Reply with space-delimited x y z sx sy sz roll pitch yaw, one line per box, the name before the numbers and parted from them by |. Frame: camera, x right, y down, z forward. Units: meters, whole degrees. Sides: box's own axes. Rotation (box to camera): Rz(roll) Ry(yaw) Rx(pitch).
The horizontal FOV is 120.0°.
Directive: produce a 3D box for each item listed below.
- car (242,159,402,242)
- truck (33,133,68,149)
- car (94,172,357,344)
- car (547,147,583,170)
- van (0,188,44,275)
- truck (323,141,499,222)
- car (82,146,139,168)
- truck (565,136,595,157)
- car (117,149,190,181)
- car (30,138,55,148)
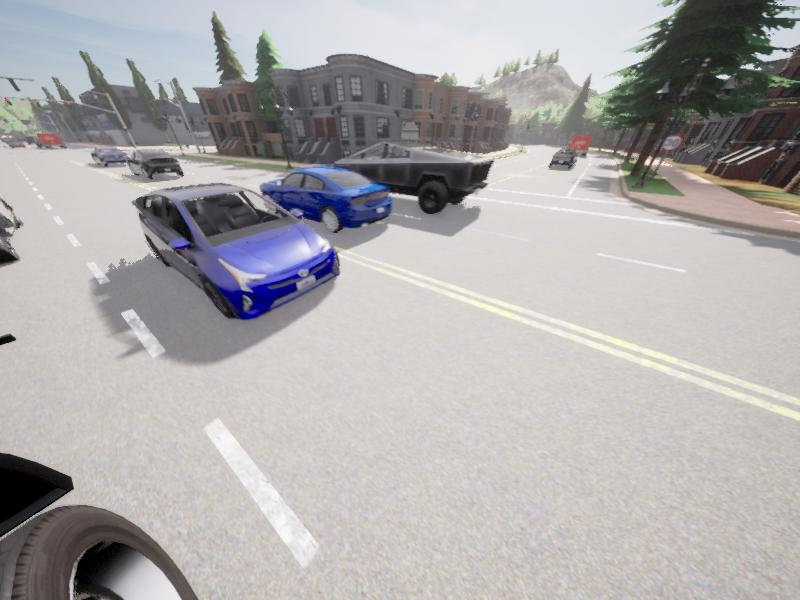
car | -2.543 -3.439 7.425 5.008 1.535 1.882 22 41 28
truck | -69.504 -31.571 45.919 5.204 2.467 2.627 22 41 28
car | -3.245 -1.259 4.339 4.514 1.525 2.007 22 41 28
car | 15.170 -13.059 21.205 1.816 1.474 4.193 24 41 29
van | -10.826 -2.251 4.898 6.366 2.431 2.351 22 41 28
truck | 0.158 -5.031 9.219 6.274 2.098 2.390 22 41 28
car | -26.371 -13.084 21.019 5.357 1.411 2.033 22 41 28
truck | 27.061 -23.284 34.941 2.627 2.467 5.204 20 39 25
car | -16.312 -9.029 15.265 4.892 1.490 1.837 21 40 28
car | -76.908 -33.764 49.681 4.856 1.649 2.033 22 41 28
